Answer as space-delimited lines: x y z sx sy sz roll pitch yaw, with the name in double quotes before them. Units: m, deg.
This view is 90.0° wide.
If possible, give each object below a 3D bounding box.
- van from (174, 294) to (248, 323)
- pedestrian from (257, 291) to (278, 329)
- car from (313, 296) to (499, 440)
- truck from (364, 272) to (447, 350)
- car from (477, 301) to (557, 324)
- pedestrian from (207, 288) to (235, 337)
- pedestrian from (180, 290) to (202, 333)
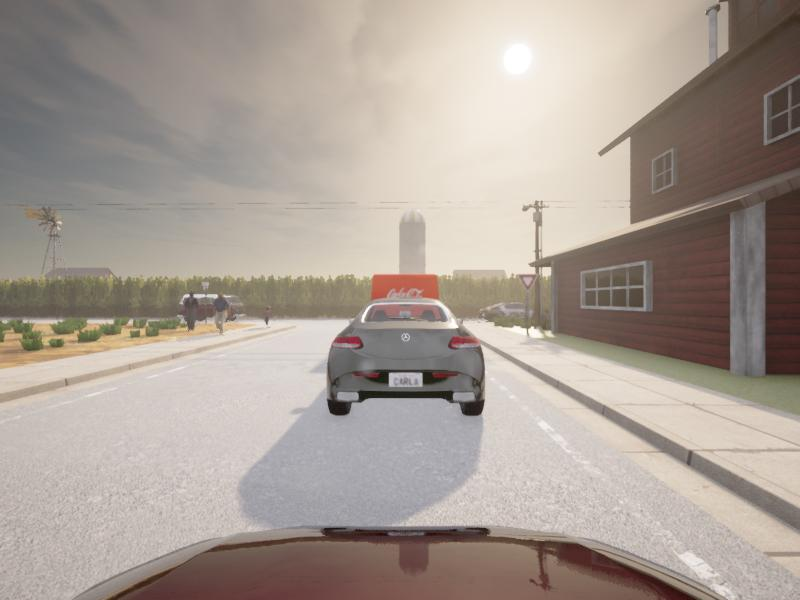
"van" -13.922 0.598 29.650 4.480 2.038 2.069 0 0 2
"pedestrian" -6.548 0.485 19.759 0.751 1.860 0.751 0 0 3
"car" 0.102 0.780 7.126 2.152 1.651 5.027 0 0 1
"truck" 0.212 0.354 15.256 2.627 2.467 5.204 0 0 1
"car" 8.148 0.851 27.956 4.974 1.542 2.038 0 0 -10
"pedestrian" -7.066 0.485 15.805 0.751 1.860 0.751 0 0 2
"pedestrian" -9.308 0.485 17.839 0.751 1.860 0.751 0 0 -17
